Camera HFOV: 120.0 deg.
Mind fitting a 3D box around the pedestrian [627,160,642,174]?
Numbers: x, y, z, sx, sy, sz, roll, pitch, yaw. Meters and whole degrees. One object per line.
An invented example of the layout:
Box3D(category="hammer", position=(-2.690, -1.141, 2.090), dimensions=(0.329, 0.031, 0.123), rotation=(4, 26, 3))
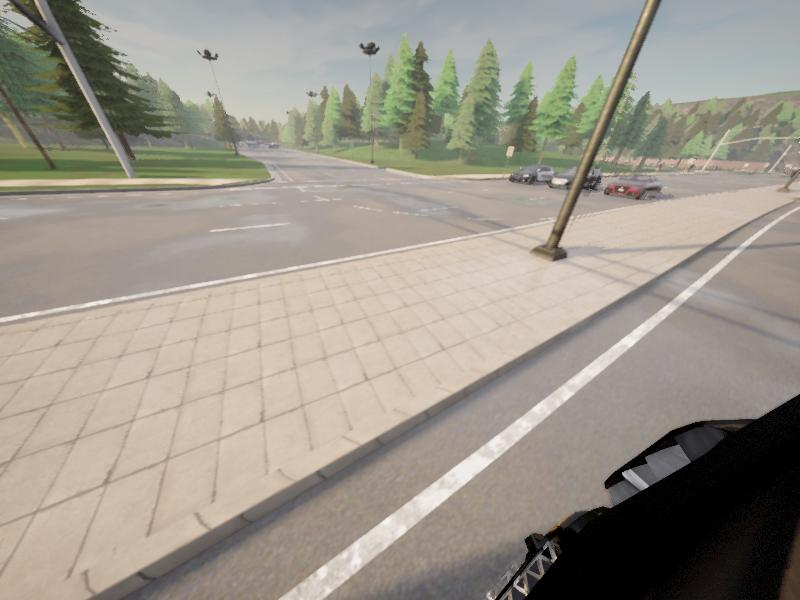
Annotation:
Box3D(category="pedestrian", position=(37.715, -21.413, 37.190), dimensions=(0.751, 1.860, 0.751), rotation=(-14, 37, -23))

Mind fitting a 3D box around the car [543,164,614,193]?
Box3D(category="car", position=(13.752, -9.446, 17.847), dimensions=(4.856, 1.649, 2.033), rotation=(-16, 37, -25))

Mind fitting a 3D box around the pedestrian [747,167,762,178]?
Box3D(category="pedestrian", position=(68.866, -24.834, 44.917), dimensions=(0.751, 1.860, 0.751), rotation=(-17, 38, -27))

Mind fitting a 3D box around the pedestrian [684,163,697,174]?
Box3D(category="pedestrian", position=(58.342, -26.509, 46.408), dimensions=(0.751, 1.860, 0.751), rotation=(-10, 36, -19))

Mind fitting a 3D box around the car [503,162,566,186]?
Box3D(category="car", position=(11.777, -11.060, 20.251), dimensions=(4.974, 1.542, 2.038), rotation=(-15, 37, -25))

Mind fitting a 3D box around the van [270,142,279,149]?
Box3D(category="van", position=(-46.133, -56.636, 84.887), dimensions=(2.069, 2.038, 4.480), rotation=(-15, 37, -24))

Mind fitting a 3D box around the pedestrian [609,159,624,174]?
Box3D(category="pedestrian", position=(33.173, -20.406, 35.335), dimensions=(0.751, 1.860, 0.751), rotation=(-14, 37, -23))

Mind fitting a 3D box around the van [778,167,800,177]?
Box3D(category="van", position=(95.906, -31.382, 56.682), dimensions=(4.480, 2.038, 2.069), rotation=(-14, 37, -24))

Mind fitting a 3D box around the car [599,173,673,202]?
Box3D(category="car", position=(15.892, -7.694, 15.576), dimensions=(4.181, 1.385, 1.994), rotation=(-16, 38, -26))

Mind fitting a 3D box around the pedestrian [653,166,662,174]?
Box3D(category="pedestrian", position=(44.700, -22.570, 40.139), dimensions=(0.500, 1.100, 0.500), rotation=(-15, 37, -24))
